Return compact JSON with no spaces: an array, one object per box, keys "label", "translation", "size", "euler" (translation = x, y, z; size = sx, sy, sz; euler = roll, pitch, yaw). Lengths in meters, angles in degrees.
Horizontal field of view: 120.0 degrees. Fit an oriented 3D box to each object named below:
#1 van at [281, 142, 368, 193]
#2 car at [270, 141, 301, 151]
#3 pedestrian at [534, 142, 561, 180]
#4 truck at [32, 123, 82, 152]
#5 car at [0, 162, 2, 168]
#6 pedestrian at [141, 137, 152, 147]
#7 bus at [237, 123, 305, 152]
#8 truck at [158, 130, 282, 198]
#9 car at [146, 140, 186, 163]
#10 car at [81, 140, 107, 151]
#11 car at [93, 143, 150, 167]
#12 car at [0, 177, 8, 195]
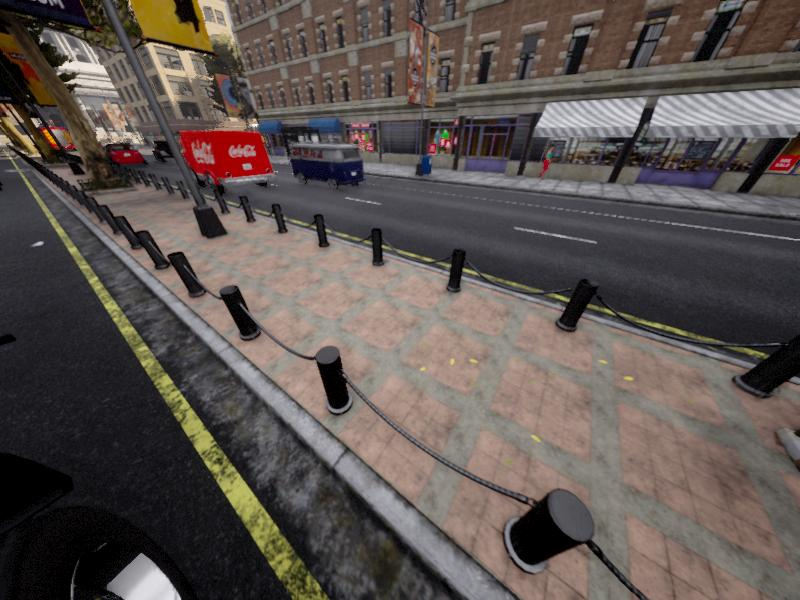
[{"label":"van","translation":[-4.098,-7.321,12.546],"size":[4.442,1.987,1.775],"euler":[22,41,28]},{"label":"car","translation":[-21.971,-29.650,44.521],"size":[1.837,1.490,4.892],"euler":[21,40,27]},{"label":"pedestrian","translation":[8.937,-8.431,14.025],"size":[0.751,1.860,0.751],"euler":[25,42,30]},{"label":"truck","translation":[-60.393,-28.551,40.642],"size":[8.468,3.827,2.891],"euler":[22,41,28]},{"label":"car","translation":[-36.285,-12.131,19.636],"size":[5.357,1.411,2.033],"euler":[22,41,28]},{"label":"pedestrian","translation":[-57.948,-36.134,52.822],"size":[0.751,1.860,0.751],"euler":[24,41,30]},{"label":"bus","translation":[-24.766,-31.880,45.263],"size":[3.944,4.253,10.273],"euler":[21,41,27]},{"label":"truck","translation":[-9.069,-7.084,11.753],"size":[5.204,2.467,2.627],"euler":[22,41,28]},{"label":"car","translation":[-25.210,-16.077,24.891],"size":[3.866,1.878,1.905],"euler":[28,44,33]},{"label":"car","translation":[-55.881,-28.265,42.195],"size":[3.988,1.617,1.851],"euler":[22,41,28]},{"label":"car","translation":[-26.170,-13.708,21.714],"size":[4.611,1.667,2.242],"euler":[23,41,28]},{"label":"car","translation":[-21.172,-6.019,10.954],"size":[4.974,1.542,2.038],"euler":[22,41,28]}]
